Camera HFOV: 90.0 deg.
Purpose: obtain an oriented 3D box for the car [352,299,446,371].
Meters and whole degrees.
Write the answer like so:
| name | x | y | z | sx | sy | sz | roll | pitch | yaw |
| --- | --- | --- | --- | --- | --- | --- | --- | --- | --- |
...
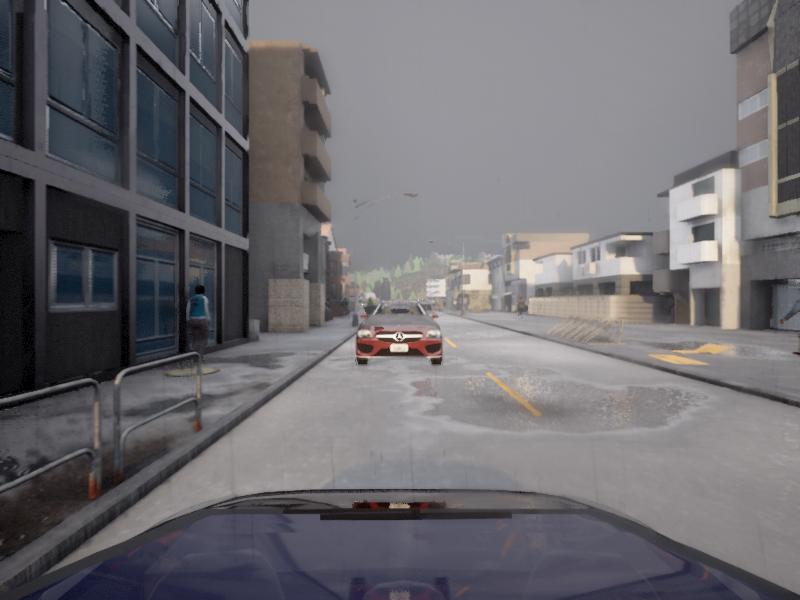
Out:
| name | x | y | z | sx | sy | sz | roll | pitch | yaw |
| --- | --- | --- | --- | --- | --- | --- | --- | --- | --- |
| car | -0.020 | 0.813 | 11.658 | 2.152 | 1.651 | 5.027 | 0 | 0 | 0 |

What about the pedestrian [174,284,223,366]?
| name | x | y | z | sx | sy | sz | roll | pitch | yaw |
| --- | --- | --- | --- | --- | --- | --- | --- | --- | --- |
| pedestrian | -4.740 | 0.560 | 9.442 | 0.751 | 1.860 | 0.751 | 0 | 0 | 3 |

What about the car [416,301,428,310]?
| name | x | y | z | sx | sy | sz | roll | pitch | yaw |
| --- | --- | --- | --- | --- | --- | --- | --- | --- | --- |
| car | 3.879 | 0.985 | 70.496 | 1.801 | 1.575 | 5.366 | 0 | 0 | 0 |

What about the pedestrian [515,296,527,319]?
| name | x | y | z | sx | sy | sz | roll | pitch | yaw |
| --- | --- | --- | --- | --- | --- | --- | --- | --- | --- |
| pedestrian | 9.810 | 0.619 | 32.472 | 0.751 | 1.860 | 0.751 | 0 | 0 | -2 |

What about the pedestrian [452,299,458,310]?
| name | x | y | z | sx | sy | sz | roll | pitch | yaw |
| --- | --- | --- | --- | --- | --- | --- | --- | --- | --- |
| pedestrian | 9.012 | 0.704 | 65.572 | 0.751 | 1.860 | 0.751 | 0 | 0 | -21 |

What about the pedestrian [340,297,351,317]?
| name | x | y | z | sx | sy | sz | roll | pitch | yaw |
| --- | --- | --- | --- | --- | --- | --- | --- | --- | --- |
| pedestrian | -5.008 | 0.630 | 36.659 | 0.751 | 1.860 | 0.751 | 0 | 0 | 18 |

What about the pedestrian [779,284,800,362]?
| name | x | y | z | sx | sy | sz | roll | pitch | yaw |
| --- | --- | --- | --- | --- | --- | --- | --- | --- | --- |
| pedestrian | 9.918 | 0.560 | 9.703 | 0.751 | 1.860 | 0.751 | 0 | 0 | -1 |

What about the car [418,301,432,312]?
| name | x | y | z | sx | sy | sz | roll | pitch | yaw |
| --- | --- | --- | --- | --- | --- | --- | --- | --- | --- |
| car | 3.892 | 0.936 | 63.247 | 1.930 | 1.638 | 5.238 | 0 | 0 | 0 |

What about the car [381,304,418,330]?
| name | x | y | z | sx | sy | sz | roll | pitch | yaw |
| --- | --- | --- | --- | --- | --- | --- | --- | --- | --- |
| car | -0.044 | 0.960 | 24.472 | 2.033 | 1.411 | 5.357 | 0 | 0 | 0 |
